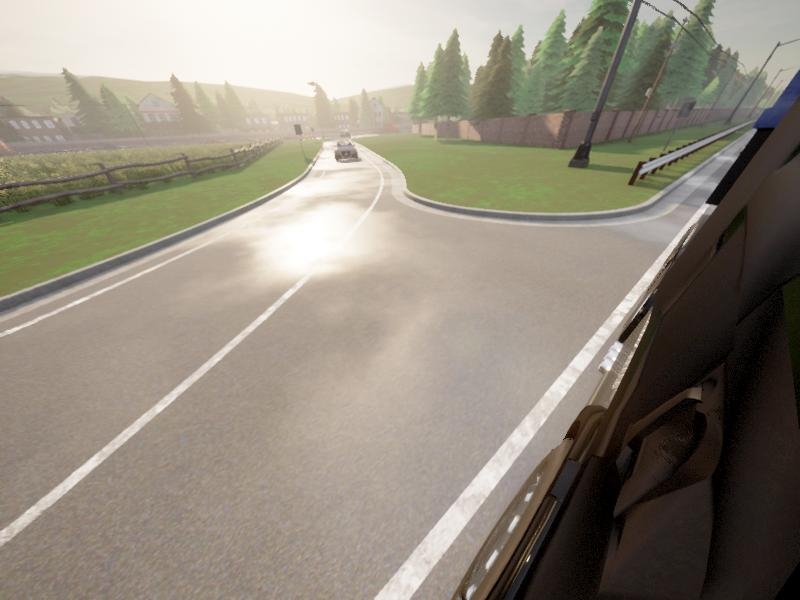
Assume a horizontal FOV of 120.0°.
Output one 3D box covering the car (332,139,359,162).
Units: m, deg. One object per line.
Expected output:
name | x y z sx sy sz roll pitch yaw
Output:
car | -4.914 -13.431 20.695 1.994 1.385 4.181 -9 37 -9

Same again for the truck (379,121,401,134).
truck | -3.841 -67.205 90.109 8.468 3.827 2.891 -26 43 -28

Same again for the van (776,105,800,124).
van | 67.127 -31.592 39.310 6.366 2.431 2.351 -27 43 -28

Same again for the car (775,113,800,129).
car | 53.141 -24.191 31.163 4.792 1.488 2.163 -27 43 -28

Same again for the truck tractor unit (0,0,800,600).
truck tractor unit | 2.645 -0.295 0.351 6.516 4.208 3.053 -28 44 -30

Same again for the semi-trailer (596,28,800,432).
semi-trailer | 8.803 -3.539 4.111 14.254 4.402 2.717 -27 43 -28

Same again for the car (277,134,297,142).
car | -34.002 -48.811 69.500 5.008 1.535 1.882 -22 41 -23

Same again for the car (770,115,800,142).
car | 32.979 -14.142 18.982 5.027 1.651 2.152 -27 43 -28

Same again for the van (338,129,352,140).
van | -14.468 -43.552 60.819 2.069 2.038 4.480 2 37 6

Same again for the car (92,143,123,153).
car | -67.165 -34.876 53.104 3.988 1.617 1.851 -26 43 -28

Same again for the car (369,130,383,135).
car | -9.553 -66.047 90.926 4.902 1.511 2.128 -26 43 -28

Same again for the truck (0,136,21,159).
truck | -84.284 -29.906 45.688 8.468 3.827 2.891 -26 43 -28
